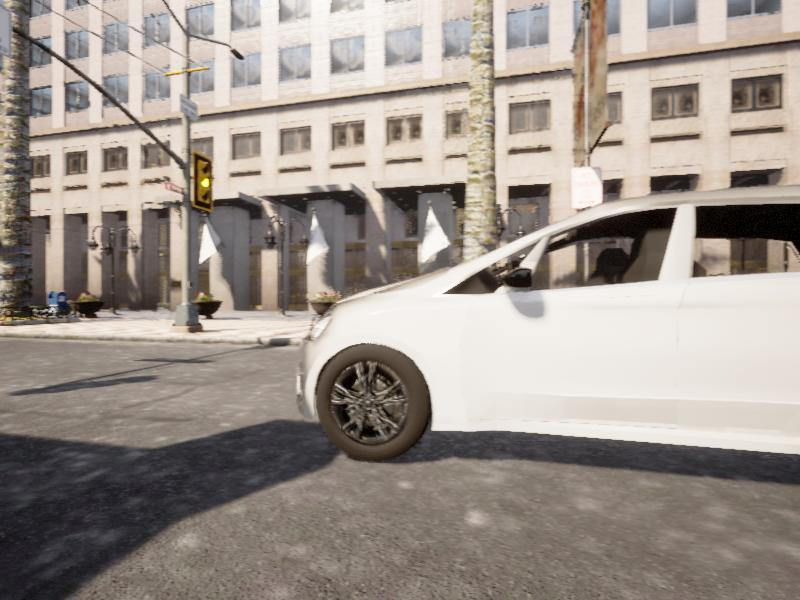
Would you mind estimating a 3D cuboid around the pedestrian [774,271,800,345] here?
[{"bbox_3d":[7.375,0.142,7.122,0.751,1.300,0.751,0,0,-12],"label":"pedestrian"}]

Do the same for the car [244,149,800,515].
[{"bbox_3d":[1.526,0.145,3.051,4.611,1.667,2.242,0,0,14],"label":"car"}]

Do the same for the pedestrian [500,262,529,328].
[{"bbox_3d":[3.333,-0.147,11.728,0.751,1.860,0.751,0,0,11],"label":"pedestrian"}]
